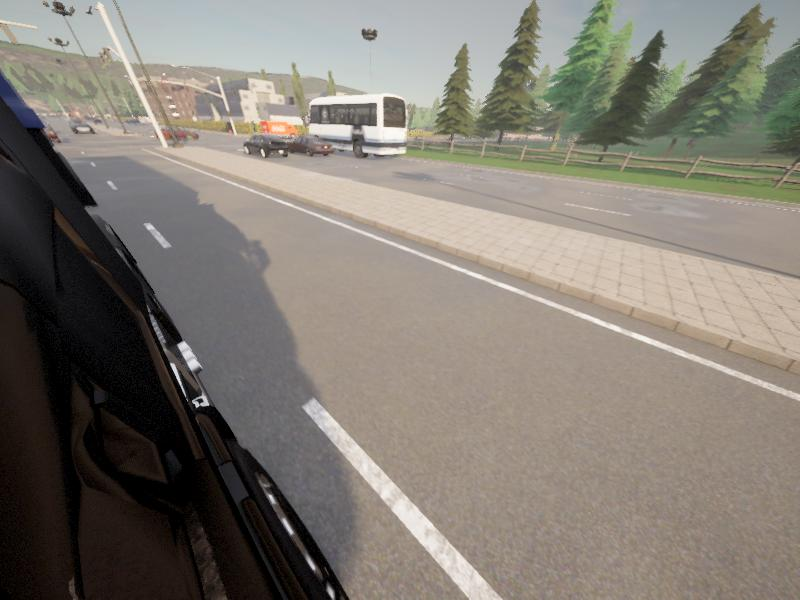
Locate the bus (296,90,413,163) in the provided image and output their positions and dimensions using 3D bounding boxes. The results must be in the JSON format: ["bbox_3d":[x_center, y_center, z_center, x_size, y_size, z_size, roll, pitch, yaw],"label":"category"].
[{"bbox_3d":[-4.271,-15.438,20.719,10.273,4.253,3.944,28,43,30],"label":"bus"}]

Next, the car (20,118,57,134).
[{"bbox_3d":[-47.159,-22.759,30.224,4.974,1.542,2.038,28,43,30],"label":"car"}]

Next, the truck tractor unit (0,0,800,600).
[{"bbox_3d":[-2.645,-0.295,0.351,6.516,4.208,3.053,28,44,30],"label":"truck tractor unit"}]

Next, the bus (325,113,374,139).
[{"bbox_3d":[-10.953,-38.683,51.743,3.944,4.253,10.273,29,44,31],"label":"bus"}]

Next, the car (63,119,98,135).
[{"bbox_3d":[-44.008,-23.858,31.826,4.856,1.649,2.033,28,43,30],"label":"car"}]

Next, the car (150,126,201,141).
[{"bbox_3d":[-28.424,-21.197,29.421,4.181,1.385,1.994,-16,40,-23],"label":"car"}]

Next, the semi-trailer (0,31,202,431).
[{"bbox_3d":[-8.764,-3.538,4.193,14.254,4.402,2.717,27,43,29],"label":"semi-trailer"}]

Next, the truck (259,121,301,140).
[{"bbox_3d":[-20.125,-28.632,39.079,2.627,2.467,5.204,28,44,30],"label":"truck"}]

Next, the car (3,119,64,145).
[{"bbox_3d":[-32.005,-14.775,20.297,5.027,1.651,2.152,28,43,30],"label":"car"}]

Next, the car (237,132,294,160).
[{"bbox_3d":[-10.854,-12.449,18.583,4.892,1.490,1.837,28,43,30],"label":"car"}]

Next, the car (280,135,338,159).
[{"bbox_3d":[-8.083,-13.659,20.478,5.357,1.411,2.033,28,43,30],"label":"car"}]
